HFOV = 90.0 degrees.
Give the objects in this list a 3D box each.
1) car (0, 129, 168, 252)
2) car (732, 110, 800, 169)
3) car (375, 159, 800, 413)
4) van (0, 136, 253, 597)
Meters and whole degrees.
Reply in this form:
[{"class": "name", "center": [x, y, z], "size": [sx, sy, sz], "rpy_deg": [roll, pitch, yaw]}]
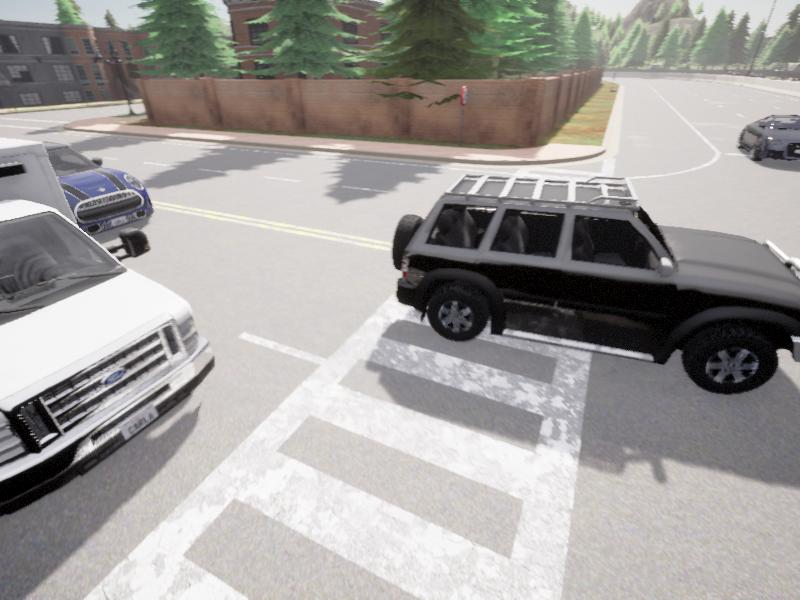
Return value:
[{"class": "car", "center": [-7.957, -2.649, 8.994], "size": [4.553, 1.767, 2.097], "rpy_deg": [13, 33, 22]}, {"class": "car", "center": [13.938, -5.911, 14.486], "size": [1.994, 1.385, 4.181], "rpy_deg": [13, 33, 23]}, {"class": "car", "center": [2.236, -0.492, 4.977], "size": [4.605, 1.855, 1.932], "rpy_deg": [10, 32, 18]}, {"class": "van", "center": [-5.041, -0.268, 4.217], "size": [6.366, 2.431, 2.351], "rpy_deg": [13, 33, 23]}]
